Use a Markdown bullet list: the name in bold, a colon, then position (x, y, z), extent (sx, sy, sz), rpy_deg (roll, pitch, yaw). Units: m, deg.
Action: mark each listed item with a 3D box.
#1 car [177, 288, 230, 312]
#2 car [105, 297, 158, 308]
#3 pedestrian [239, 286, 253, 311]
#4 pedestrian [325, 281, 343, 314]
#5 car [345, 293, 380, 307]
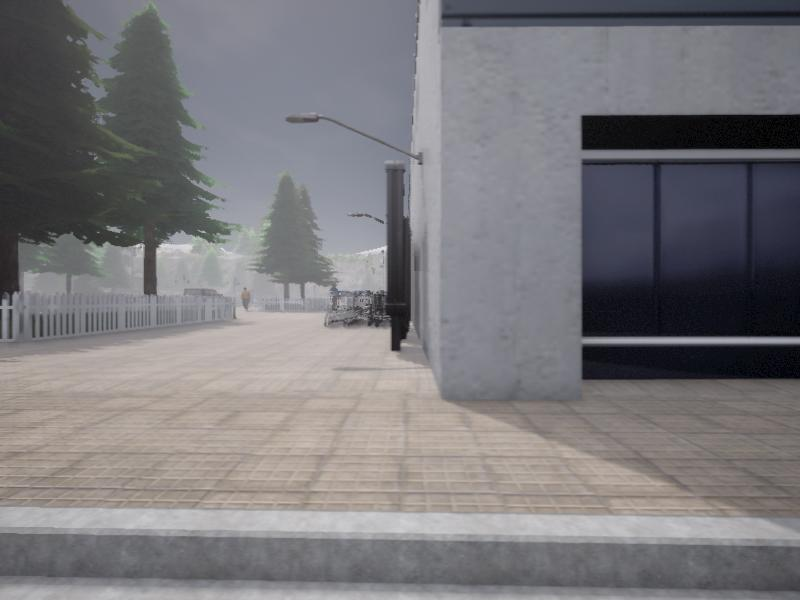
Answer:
- **car**: position (-18.011, 0.004, 37.038), extent (2.150, 2.045, 5.566), rpy_deg (0, 0, 0)
- **car**: position (-34.026, 0.332, 50.712), extent (5.357, 1.411, 2.033), rpy_deg (0, 0, 1)
- **pedestrian**: position (-11.659, -0.094, 30.257), extent (0.751, 1.860, 0.751), rpy_deg (0, 0, 0)
- **pedestrian**: position (-3.865, -0.128, 23.358), extent (0.751, 1.860, 0.751), rpy_deg (0, 0, 43)
- **car**: position (-5.011, 0.061, 53.927), extent (4.605, 1.855, 1.932), rpy_deg (0, 0, 0)
